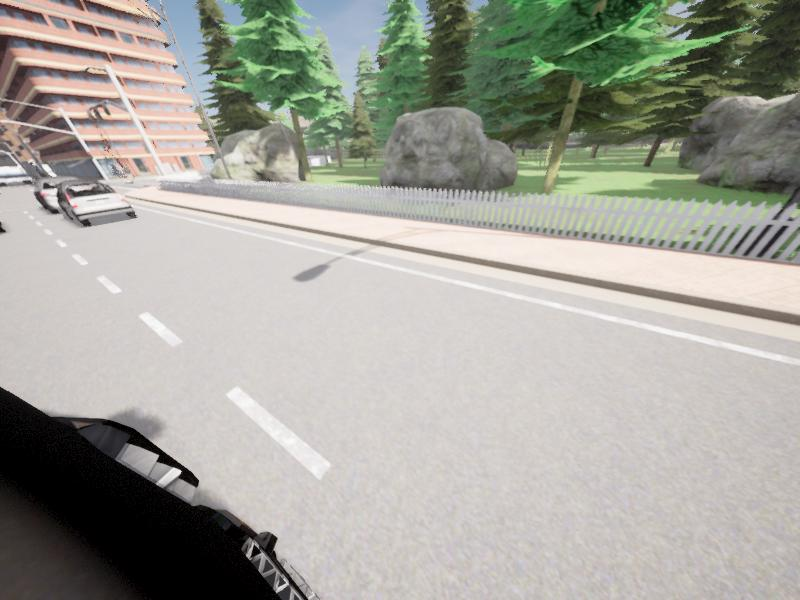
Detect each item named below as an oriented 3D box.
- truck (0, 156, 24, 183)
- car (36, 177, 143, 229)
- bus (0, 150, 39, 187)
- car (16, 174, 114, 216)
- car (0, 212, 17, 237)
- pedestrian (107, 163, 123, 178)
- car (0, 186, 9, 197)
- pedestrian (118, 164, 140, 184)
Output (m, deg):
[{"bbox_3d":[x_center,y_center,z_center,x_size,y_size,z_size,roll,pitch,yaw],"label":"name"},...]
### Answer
[{"bbox_3d":[-71.228,-23.058,40.959,8.468,3.827,2.891,17,38,27],"label":"truck"},{"bbox_3d":[-14.030,-4.519,10.459,3.988,1.617,1.851,17,38,28],"label":"car"},{"bbox_3d":[-59.088,-19.411,34.104,10.273,4.253,3.944,17,38,27],"label":"bus"},{"bbox_3d":[-19.318,-6.189,13.343,4.611,1.667,2.242,17,38,28],"label":"car"},{"bbox_3d":[-17.657,-3.323,9.019,4.902,1.511,2.128,17,38,27],"label":"car"},{"bbox_3d":[-42.253,-19.159,34.259,0.751,1.860,0.751,-30,42,-34],"label":"pedestrian"},{"bbox_3d":[-37.990,-9.440,19.842,4.892,1.490,1.837,-3,35,0],"label":"car"},{"bbox_3d":[-29.766,-13.807,25.372,0.751,1.860,0.751,23,41,34],"label":"pedestrian"}]
